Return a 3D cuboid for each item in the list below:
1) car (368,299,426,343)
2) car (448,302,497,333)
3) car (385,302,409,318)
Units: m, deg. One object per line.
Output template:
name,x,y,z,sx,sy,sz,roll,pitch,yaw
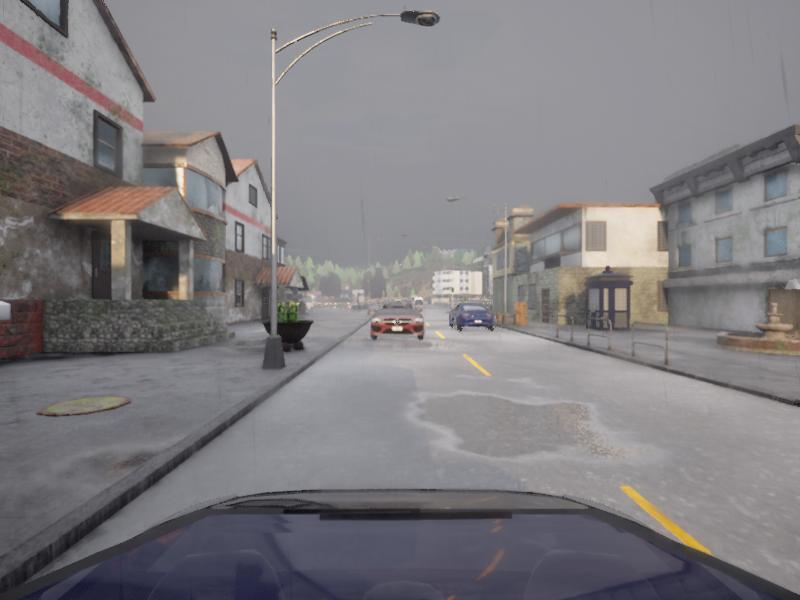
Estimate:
car,-0.097,0.781,17.456,2.152,1.651,5.027,0,0,0
car,3.793,0.870,21.683,1.812,1.442,4.674,0,0,0
car,-0.336,0.895,37.341,2.033,1.411,5.357,0,0,-2
